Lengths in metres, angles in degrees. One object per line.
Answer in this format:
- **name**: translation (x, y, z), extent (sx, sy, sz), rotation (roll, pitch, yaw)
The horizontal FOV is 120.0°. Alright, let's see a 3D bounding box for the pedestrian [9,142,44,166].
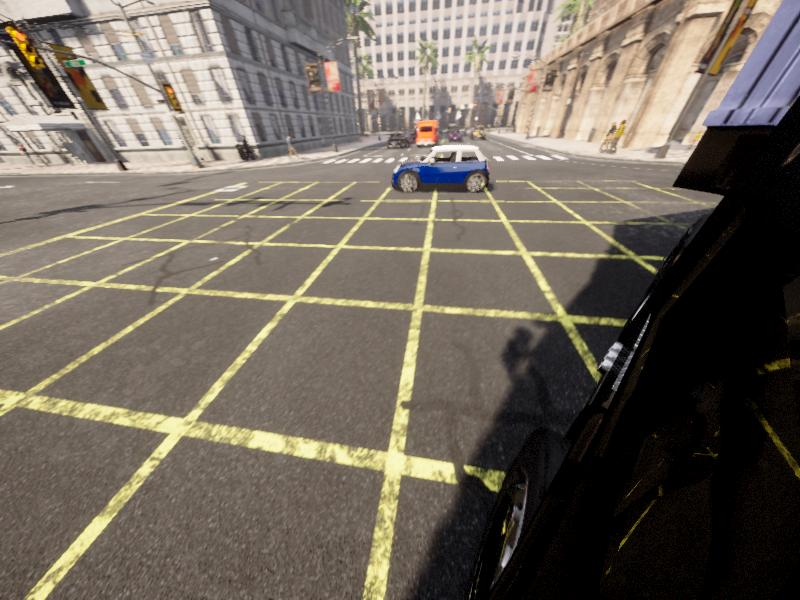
- **pedestrian**: translation (-36.781, -14.383, 22.767), extent (0.751, 1.860, 0.751), rotation (5, 38, 10)

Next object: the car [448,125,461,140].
- **car**: translation (8.779, -27.209, 37.531), extent (1.905, 1.878, 3.866), rotation (4, 38, 8)

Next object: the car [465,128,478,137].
- **car**: translation (13.756, -32.368, 44.576), extent (1.895, 1.301, 4.718), rotation (4, 38, 9)

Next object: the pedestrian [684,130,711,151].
- **pedestrian**: translation (19.799, -10.627, 15.384), extent (0.500, 1.100, 0.500), rotation (10, 39, 16)

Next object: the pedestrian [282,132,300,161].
- **pedestrian**: translation (-8.706, -12.314, 18.519), extent (0.751, 1.860, 0.751), rotation (-19, 40, -21)

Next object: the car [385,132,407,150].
- **car**: translation (-0.345, -19.062, 27.584), extent (1.837, 1.490, 4.892), rotation (4, 38, 8)

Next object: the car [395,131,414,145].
- **car**: translation (0.774, -23.430, 33.380), extent (2.033, 1.411, 5.357), rotation (4, 38, 8)

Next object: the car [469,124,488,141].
- **car**: translation (11.819, -25.426, 35.019), extent (1.932, 1.855, 4.605), rotation (4, 37, 8)

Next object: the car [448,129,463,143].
- **car**: translation (7.831, -23.478, 32.996), extent (1.816, 1.474, 4.193), rotation (4, 38, 8)

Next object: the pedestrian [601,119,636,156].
- **pedestrian**: translation (13.849, -10.340, 14.694), extent (0.751, 1.860, 0.751), rotation (-26, 43, -28)

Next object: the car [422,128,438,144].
- **car**: translation (4.296, -23.548, 33.141), extent (1.930, 1.638, 5.238), rotation (4, 38, 8)

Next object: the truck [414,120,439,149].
- **truck**: translation (3.194, -19.633, 27.340), extent (2.627, 2.467, 5.204), rotation (4, 37, 8)

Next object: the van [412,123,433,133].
- **van**: translation (7.183, -55.119, 74.056), extent (6.366, 2.431, 2.351), rotation (4, 38, 9)

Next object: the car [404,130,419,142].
- **car**: translation (1.973, -27.894, 39.237), extent (1.994, 1.385, 4.181), rotation (4, 38, 8)

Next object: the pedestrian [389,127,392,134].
- **pedestrian**: translation (-2.862, -51.790, 70.635), extent (0.751, 1.860, 0.751), rotation (4, 38, 8)

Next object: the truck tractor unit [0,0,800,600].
- **truck tractor unit**: translation (2.645, -0.295, 0.351), extent (6.516, 4.208, 3.053), rotation (-28, 44, -30)

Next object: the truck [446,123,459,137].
- **truck**: translation (11.162, -36.283, 49.225), extent (2.390, 2.098, 6.274), rotation (4, 38, 9)

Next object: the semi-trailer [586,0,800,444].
- **semi-trailer**: translation (9.918, -2.203, 2.314), extent (14.254, 4.402, 2.717), rotation (-10, 37, -10)

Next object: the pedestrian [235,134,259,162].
- **pedestrian**: translation (-12.332, -12.300, 18.697), extent (0.751, 1.860, 0.751), rotation (-1, 37, 2)

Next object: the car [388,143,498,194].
- **car**: translation (1.619, -5.281, 9.278), extent (3.806, 1.475, 1.970), rotation (4, 38, 8)

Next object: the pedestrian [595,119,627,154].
- **pedestrian**: translation (13.792, -10.713, 15.191), extent (0.751, 1.860, 0.751), rotation (11, 39, 17)
